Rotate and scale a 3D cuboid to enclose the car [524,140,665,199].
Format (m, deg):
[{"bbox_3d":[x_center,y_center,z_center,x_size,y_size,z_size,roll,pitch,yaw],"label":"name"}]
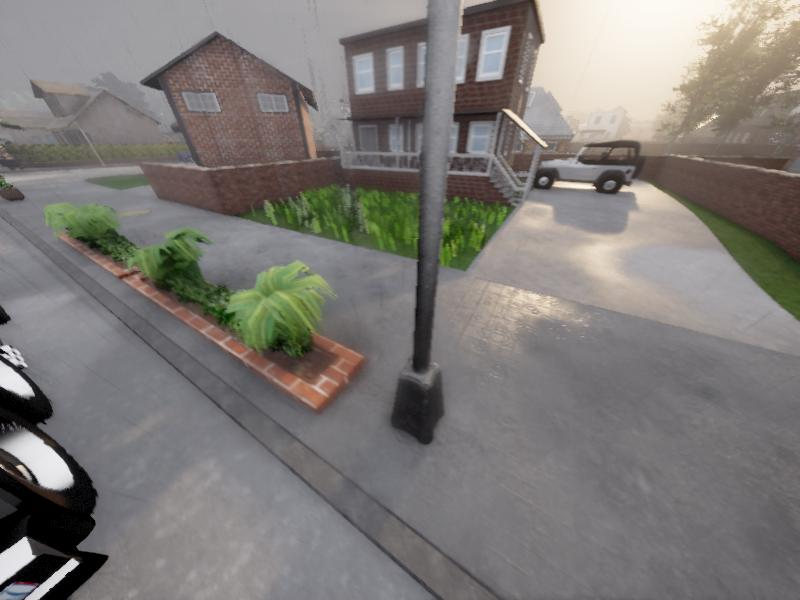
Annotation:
[{"bbox_3d":[7.783,-5.660,9.833,3.866,1.878,1.905,18,39,24],"label":"car"}]

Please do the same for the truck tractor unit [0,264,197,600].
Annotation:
[{"bbox_3d":[-5.114,-0.297,0.780,6.516,4.208,3.053,18,39,24],"label":"truck tractor unit"}]
